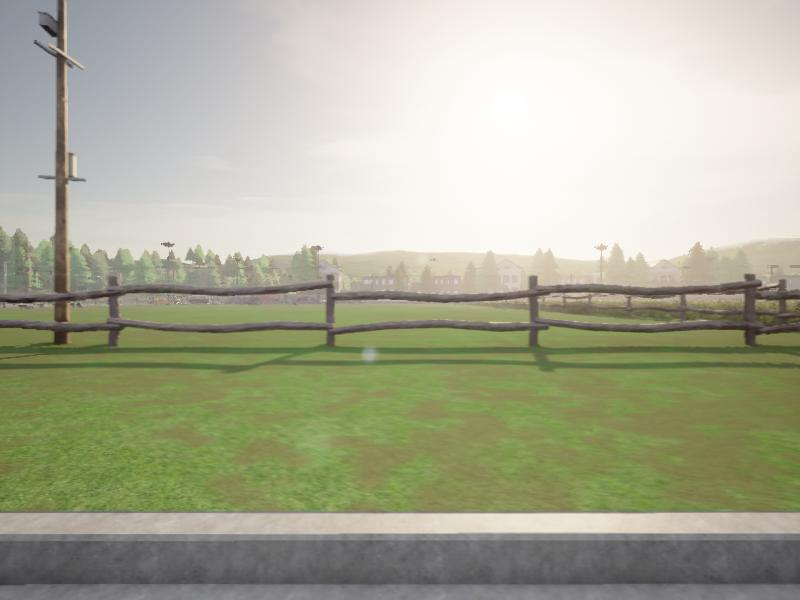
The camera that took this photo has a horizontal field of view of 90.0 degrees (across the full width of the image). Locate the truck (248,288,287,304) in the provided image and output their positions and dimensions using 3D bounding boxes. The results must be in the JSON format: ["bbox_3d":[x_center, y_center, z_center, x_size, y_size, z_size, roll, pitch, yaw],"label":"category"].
[{"bbox_3d":[-31.559,-0.897,95.585,8.468,3.827,2.891,0,0,0],"label":"truck"}]

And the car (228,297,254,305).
[{"bbox_3d":[-33.823,0.253,85.089,4.611,1.667,2.242,0,0,0],"label":"car"}]

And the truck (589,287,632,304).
[{"bbox_3d":[48.153,-0.966,91.720,8.468,3.827,2.891,0,0,0],"label":"truck"}]
